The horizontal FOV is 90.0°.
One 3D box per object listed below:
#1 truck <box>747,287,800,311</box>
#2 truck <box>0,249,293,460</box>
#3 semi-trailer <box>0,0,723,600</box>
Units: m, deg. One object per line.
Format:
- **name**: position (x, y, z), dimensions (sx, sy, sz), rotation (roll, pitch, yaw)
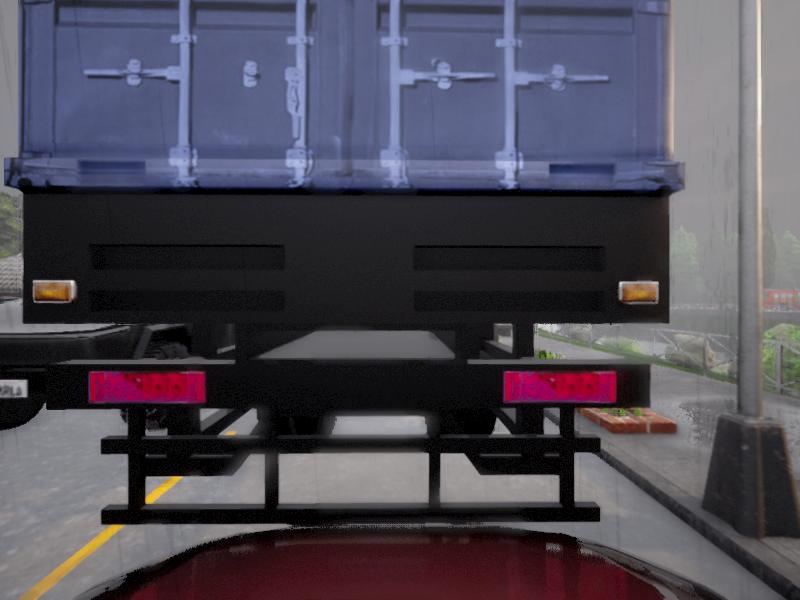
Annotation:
- **truck**: position (64.644, -0.173, 68.538), dimensions (2.891, 3.827, 8.468), rotation (0, 0, -1)
- **truck**: position (-3.945, 0.547, 7.118), dimensions (2.390, 2.098, 6.274), rotation (0, 0, 0)
- **semi-trailer**: position (-0.286, -0.608, 8.554), dimensions (2.717, 4.402, 14.254), rotation (0, 0, -1)
